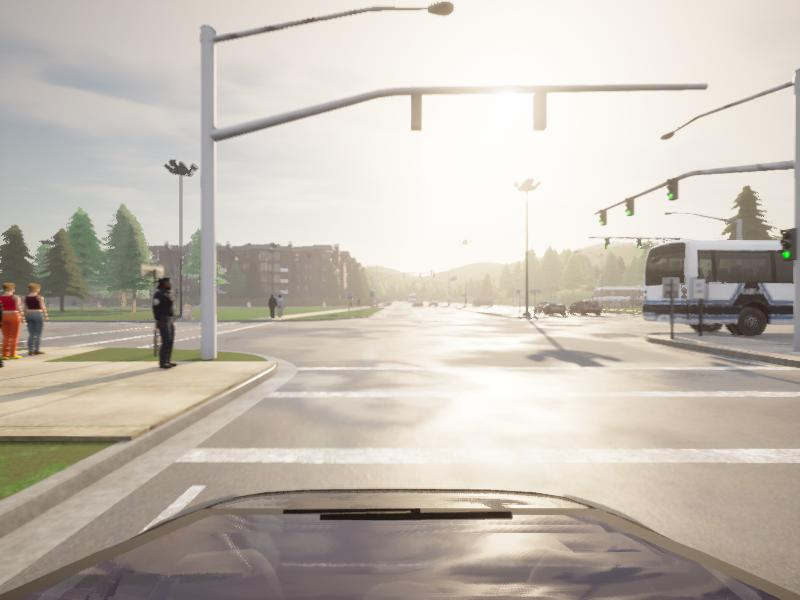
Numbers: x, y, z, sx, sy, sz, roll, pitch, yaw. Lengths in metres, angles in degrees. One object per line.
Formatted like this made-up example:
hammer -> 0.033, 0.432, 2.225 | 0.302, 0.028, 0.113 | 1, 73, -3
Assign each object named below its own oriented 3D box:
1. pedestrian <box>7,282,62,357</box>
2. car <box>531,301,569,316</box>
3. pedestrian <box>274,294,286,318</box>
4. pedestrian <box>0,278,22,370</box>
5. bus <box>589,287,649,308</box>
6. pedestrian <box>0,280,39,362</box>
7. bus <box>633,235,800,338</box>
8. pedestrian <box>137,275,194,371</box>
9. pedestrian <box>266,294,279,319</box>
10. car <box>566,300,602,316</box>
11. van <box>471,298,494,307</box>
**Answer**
pedestrian -> -9.353, 0.481, 10.266 | 0.751, 1.860, 0.751 | 0, 0, -11
car -> 15.252, 0.829, 40.994 | 2.163, 1.488, 4.792 | 0, 0, 0
pedestrian -> -9.223, 0.470, 30.725 | 0.751, 1.860, 0.751 | 0, 0, 0
pedestrian -> -8.406, 0.481, 8.125 | 0.751, 1.860, 0.751 | 0, 0, 12
bus -> 45.375, -0.581, 83.213 | 10.273, 4.253, 3.944 | 0, 0, 0
pedestrian -> -9.280, 0.481, 9.537 | 0.751, 1.860, 0.751 | 0, 0, -16
bus -> 17.149, -0.547, 18.602 | 10.273, 4.253, 3.944 | 0, 0, 0
pedestrian -> -4.751, 0.450, 8.150 | 0.751, 1.860, 0.751 | 0, 0, -5
pedestrian -> -9.530, 0.471, 29.853 | 0.751, 1.860, 0.751 | 0, 0, -3
car -> 18.752, 0.766, 40.897 | 1.851, 1.617, 3.988 | 0, 0, 0
van -> 17.870, 0.553, 86.796 | 4.442, 1.987, 1.775 | 0, 0, 0
